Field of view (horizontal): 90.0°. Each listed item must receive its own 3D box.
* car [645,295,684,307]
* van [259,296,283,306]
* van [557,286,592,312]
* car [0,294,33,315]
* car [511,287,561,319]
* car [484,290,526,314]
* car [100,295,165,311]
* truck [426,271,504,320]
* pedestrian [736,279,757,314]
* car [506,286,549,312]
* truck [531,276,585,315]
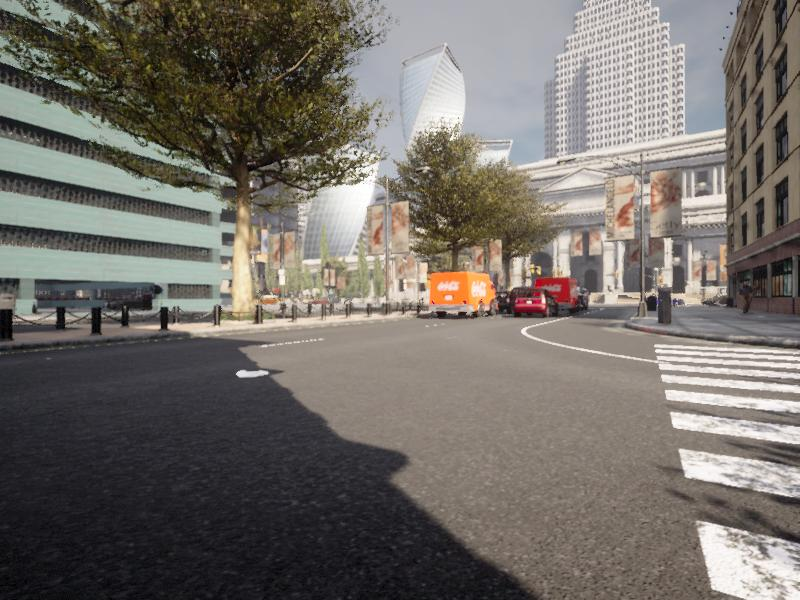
[{"bbox_3d":[34.700,0.106,52.543,4.193,1.474,1.816,0,0,32],"label":"car"},{"bbox_3d":[-27.422,0.142,84.997,4.480,2.038,2.069,0,0,14],"label":"van"},{"bbox_3d":[15.124,-0.087,34.540,2.069,2.038,4.480,0,0,32],"label":"van"},{"bbox_3d":[-29.285,0.314,28.061,2.161,1.482,4.786,0,0,32],"label":"car"},{"bbox_3d":[7.823,0.162,22.728,1.851,1.617,3.988,0,0,32],"label":"car"},{"bbox_3d":[7.748,0.165,29.284,1.851,1.617,3.988,0,0,32],"label":"car"},{"bbox_3d":[-26.686,0.266,40.085,2.128,1.511,4.902,0,0,32],"label":"car"},{"bbox_3d":[3.891,-0.247,23.076,2.627,2.467,5.204,0,0,32],"label":"truck"},{"bbox_3d":[18.839,-0.195,21.772,0.751,1.860,0.751,0,0,30],"label":"pedestrian"},{"bbox_3d":[11.294,-0.071,35.048,2.150,2.045,5.566,0,0,34],"label":"car"},{"bbox_3d":[11.362,-0.285,28.486,2.627,2.467,5.204,0,0,32],"label":"truck"}]
